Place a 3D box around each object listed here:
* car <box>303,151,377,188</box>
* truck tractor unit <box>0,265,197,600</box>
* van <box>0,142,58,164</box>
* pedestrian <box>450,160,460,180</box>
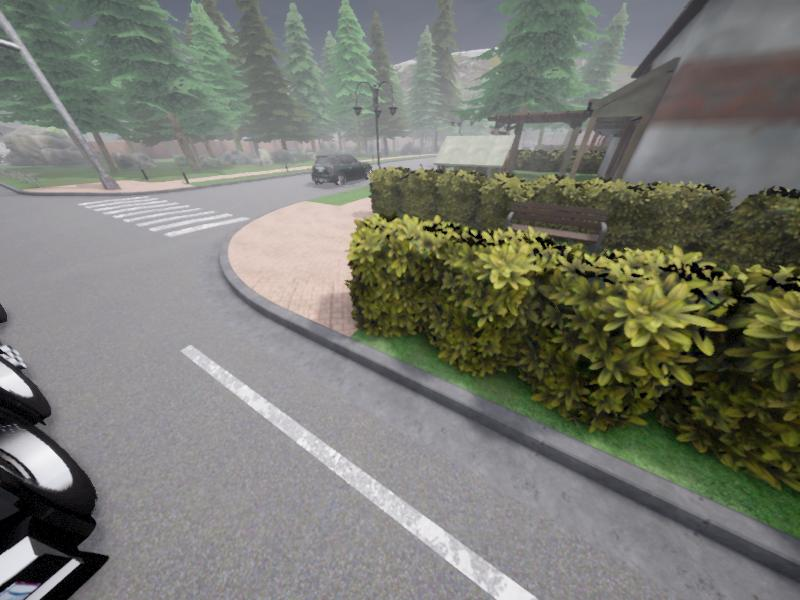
[{"bbox_3d":[-3.786,-8.937,15.589,2.097,1.767,4.553,18,39,24],"label":"car"},{"bbox_3d":[-5.110,-0.303,0.776,6.516,4.208,3.053,18,39,24],"label":"truck tractor unit"},{"bbox_3d":[-54.629,-20.838,32.610,2.351,2.431,6.366,18,39,24],"label":"van"},{"bbox_3d":[3.667,-8.630,15.385,0.500,1.100,0.500,10,36,15],"label":"pedestrian"}]
